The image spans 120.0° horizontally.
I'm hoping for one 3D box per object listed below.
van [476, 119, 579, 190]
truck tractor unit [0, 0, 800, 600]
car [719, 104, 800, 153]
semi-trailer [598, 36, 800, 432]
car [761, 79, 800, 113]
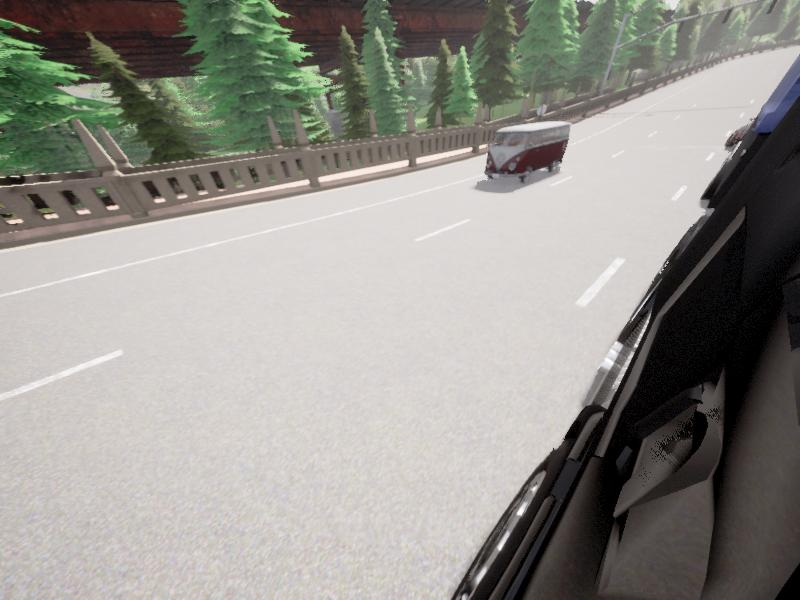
[{"bbox_3d":[5.569,-6.511,10.156,4.442,1.987,1.775,-30,44,-28],"label":"van"},{"bbox_3d":[2.645,-0.295,0.351,6.516,4.208,3.053,-28,44,-30],"label":"truck tractor unit"},{"bbox_3d":[18.285,-8.426,11.270,4.181,1.385,1.994,-26,43,-21],"label":"car"},{"bbox_3d":[8.679,-3.689,4.139,14.254,4.402,2.717,-29,44,-29],"label":"semi-trailer"},{"bbox_3d":[28.734,-14.961,16.808,3.806,1.475,1.970,-33,46,-24],"label":"car"}]
